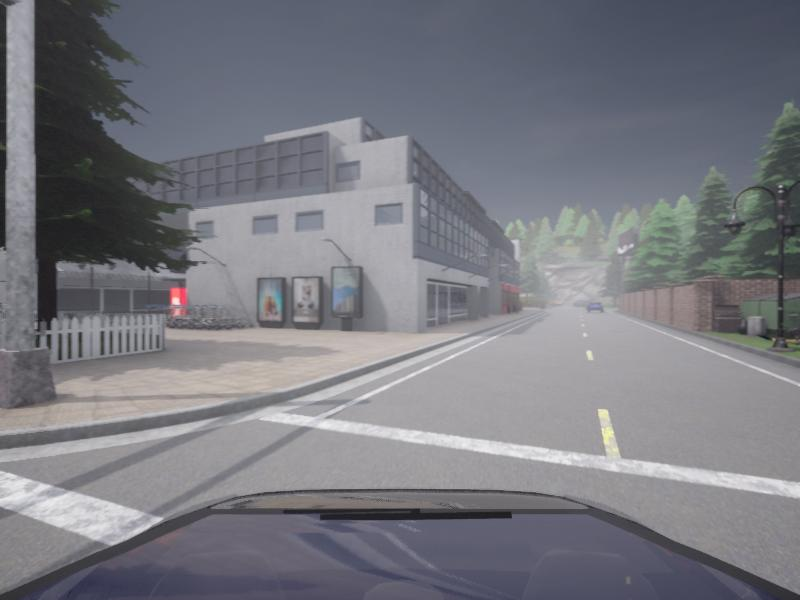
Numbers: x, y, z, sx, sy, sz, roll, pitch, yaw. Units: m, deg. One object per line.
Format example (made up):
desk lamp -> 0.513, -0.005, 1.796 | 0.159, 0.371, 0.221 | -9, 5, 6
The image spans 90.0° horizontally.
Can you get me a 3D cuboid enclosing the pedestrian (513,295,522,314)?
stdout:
pedestrian -> 11.562, 0.449, 39.234 | 0.751, 1.860, 0.751 | 0, 0, 22
